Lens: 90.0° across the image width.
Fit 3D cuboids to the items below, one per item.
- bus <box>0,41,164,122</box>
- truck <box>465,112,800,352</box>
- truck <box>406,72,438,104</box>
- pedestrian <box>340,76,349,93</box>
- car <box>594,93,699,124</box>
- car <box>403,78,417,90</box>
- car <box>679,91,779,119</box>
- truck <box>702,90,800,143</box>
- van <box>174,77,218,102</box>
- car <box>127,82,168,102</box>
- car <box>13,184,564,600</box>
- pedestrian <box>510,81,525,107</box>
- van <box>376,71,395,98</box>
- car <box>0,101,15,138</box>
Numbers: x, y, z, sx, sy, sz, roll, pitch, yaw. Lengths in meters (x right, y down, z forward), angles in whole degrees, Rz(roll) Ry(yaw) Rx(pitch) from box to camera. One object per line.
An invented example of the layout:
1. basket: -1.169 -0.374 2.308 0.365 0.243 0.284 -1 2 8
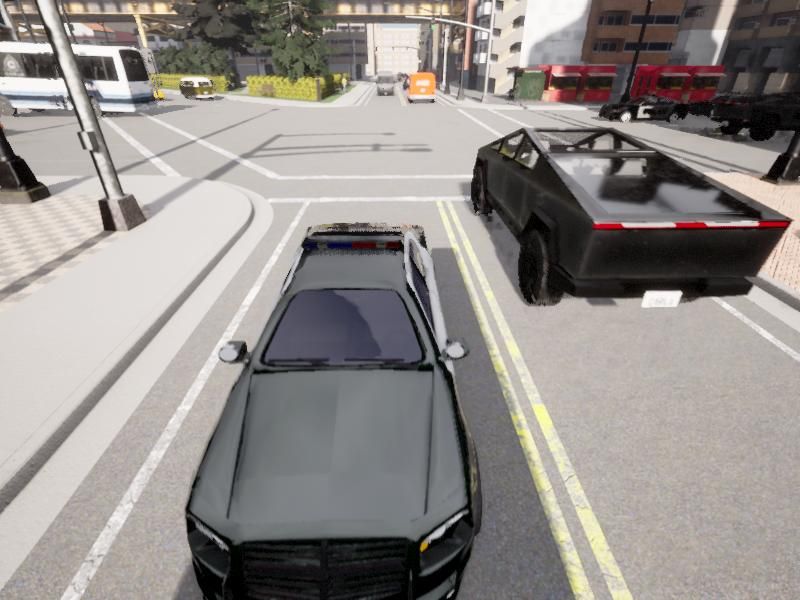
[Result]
1. bus: -22.631 -14.688 26.848 10.273 4.253 3.944 1 30 -3
2. truck: 2.949 -1.869 7.120 2.390 2.098 6.274 -1 30 -1
3. truck: 2.039 -20.782 39.111 2.627 2.467 5.204 -1 31 -1
4. pedestrian: -6.764 -26.288 48.774 0.751 1.860 0.751 6 31 10
5. car: 15.691 -12.358 25.734 5.238 1.638 1.930 -1 30 -2
6. car: 1.454 -32.429 60.080 1.994 1.385 4.181 -1 30 -1
7. car: 23.719 -14.171 29.021 5.238 1.638 1.930 -1 30 -2
8. truck: 19.129 -9.037 19.678 6.274 2.098 2.390 0 30 -2
9. van: -20.952 -21.688 41.070 4.480 2.038 2.069 26 39 36
10. car: -25.800 -21.235 40.745 1.801 1.575 5.366 -27 39 -37
11. car: -0.462 0.267 4.020 2.038 1.542 4.974 -1 31 -1
12. pedestrian: 9.613 -16.877 32.781 0.751 1.860 0.751 1 30 2
13. van: -1.671 -25.071 46.369 1.988 2.561 5.915 -1 30 -1
14. car: -21.474 -8.455 18.580 4.553 1.767 2.097 0 30 -1
